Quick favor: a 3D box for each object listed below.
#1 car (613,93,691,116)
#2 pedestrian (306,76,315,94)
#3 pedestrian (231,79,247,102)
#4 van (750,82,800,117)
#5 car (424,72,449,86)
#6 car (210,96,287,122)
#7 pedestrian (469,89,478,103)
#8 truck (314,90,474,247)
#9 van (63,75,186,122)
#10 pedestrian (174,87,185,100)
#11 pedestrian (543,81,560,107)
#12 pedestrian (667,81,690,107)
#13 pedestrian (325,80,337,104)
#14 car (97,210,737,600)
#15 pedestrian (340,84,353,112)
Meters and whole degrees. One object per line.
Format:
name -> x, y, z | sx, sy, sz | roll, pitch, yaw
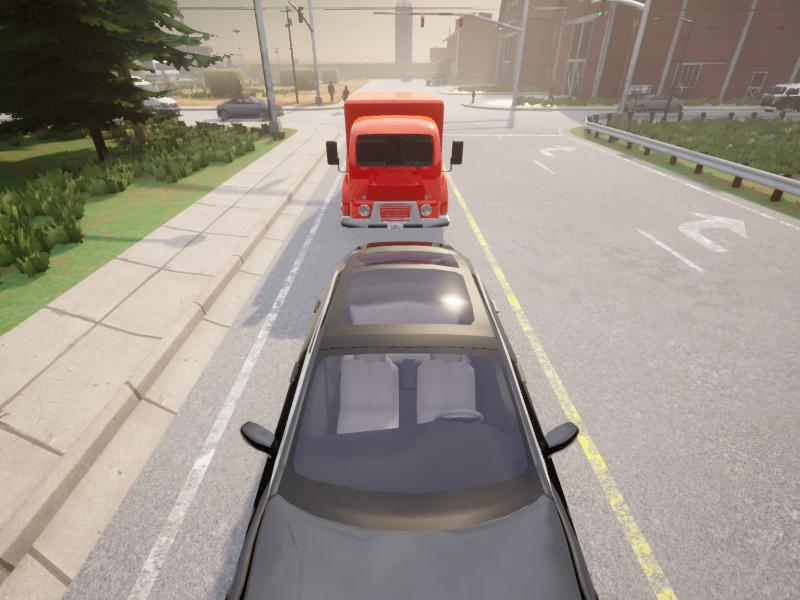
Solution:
car -> 18.376, -14.350, 29.309 | 4.181, 1.385, 1.994 | 0, 30, 0
pedestrian -> -10.682, -25.583, 47.646 | 0.751, 1.860, 0.751 | -11, 32, -17
pedestrian -> -15.130, -19.757, 37.666 | 0.751, 1.860, 0.751 | 14, 33, 23
van -> 28.981, -14.643, 29.129 | 4.480, 2.038, 2.069 | -1, 30, 1
car -> 6.298, -37.973, 68.884 | 1.905, 1.878, 3.866 | -31, 40, -33
car -> -9.835, -12.596, 26.289 | 4.181, 1.385, 1.994 | 0, 30, 0
pedestrian -> 6.628, -18.384, 36.076 | 0.500, 1.100, 0.500 | -19, 35, -29
truck -> -0.137, -3.421, 9.426 | 2.627, 2.467, 5.204 | -1, 30, -1
van -> -17.658, -13.101, 25.991 | 5.915, 2.561, 1.988 | 0, 30, 0
pedestrian -> -22.014, -20.621, 39.892 | 0.500, 1.100, 0.500 | 8, 31, 13
pedestrian -> 12.366, -16.818, 32.697 | 0.751, 1.860, 0.751 | 0, 30, -1
pedestrian -> 22.662, -16.766, 32.613 | 0.751, 1.860, 0.751 | 0, 30, 0
pedestrian -> -6.059, -18.403, 35.356 | 0.751, 1.860, 0.751 | -10, 32, -17
car -> 0.059, 0.761, 3.240 | 2.128, 1.511, 4.902 | 0, 30, 0
pedestrian -> -4.084, -15.549, 30.785 | 0.751, 1.860, 0.751 | 1, 30, 2
